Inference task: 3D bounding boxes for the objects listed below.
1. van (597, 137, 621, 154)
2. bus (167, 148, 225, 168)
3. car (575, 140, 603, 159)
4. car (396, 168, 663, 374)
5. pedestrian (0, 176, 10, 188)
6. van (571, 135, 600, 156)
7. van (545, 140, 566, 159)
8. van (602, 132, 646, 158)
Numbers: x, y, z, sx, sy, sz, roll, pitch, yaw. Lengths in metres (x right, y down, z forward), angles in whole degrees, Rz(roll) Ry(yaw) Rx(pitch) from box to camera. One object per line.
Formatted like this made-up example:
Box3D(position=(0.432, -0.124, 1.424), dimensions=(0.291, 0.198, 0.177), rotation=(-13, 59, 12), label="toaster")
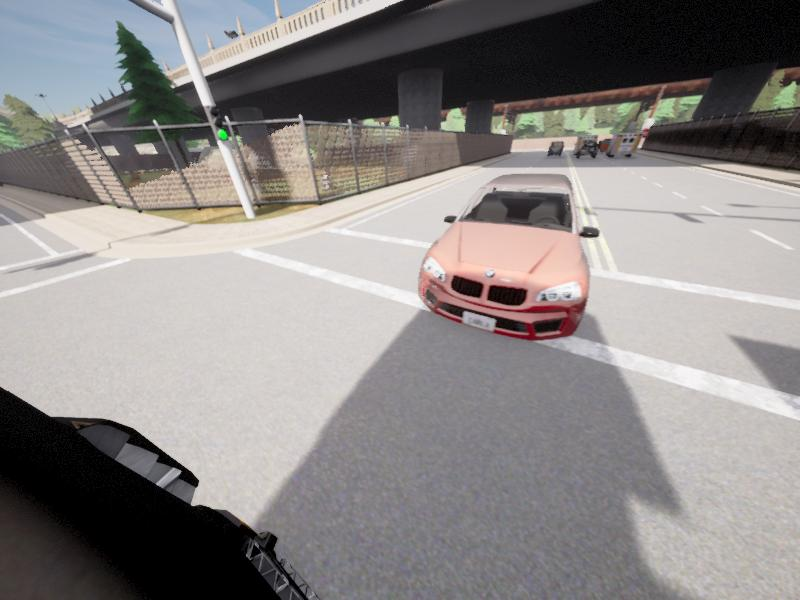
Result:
Box3D(position=(32.963, -24.448, 36.543), dimensions=(1.775, 1.987, 4.442), rotation=(16, 38, 26), label="van")
Box3D(position=(-55.463, -38.977, 63.294), dimensions=(3.944, 4.253, 10.273), rotation=(16, 38, 26), label="bus")
Box3D(position=(23.542, -18.878, 28.970), dimensions=(1.932, 1.855, 4.605), rotation=(16, 38, 26), label="car")
Box3D(position=(2.095, -1.280, 4.259), dimensions=(2.242, 1.667, 4.611), rotation=(16, 37, 26), label="car")
Box3D(position=(-48.140, -14.481, 27.517), dimensions=(0.751, 1.860, 0.751), rotation=(13, 37, 22), label="pedestrian")
Box3D(position=(27.547, -23.116, 34.553), dimensions=(2.351, 2.431, 6.366), rotation=(16, 38, 26), label="van")
Box3D(position=(21.528, -20.795, 31.921), dimensions=(1.775, 1.987, 4.442), rotation=(16, 38, 26), label="van")
Box3D(position=(27.606, -19.293, 28.781), dimensions=(2.351, 2.431, 6.366), rotation=(16, 38, 26), label="van")
